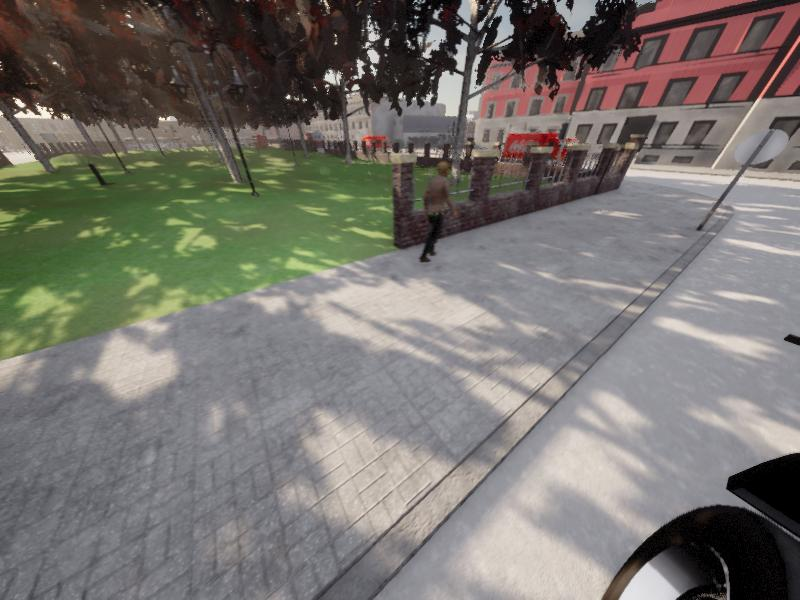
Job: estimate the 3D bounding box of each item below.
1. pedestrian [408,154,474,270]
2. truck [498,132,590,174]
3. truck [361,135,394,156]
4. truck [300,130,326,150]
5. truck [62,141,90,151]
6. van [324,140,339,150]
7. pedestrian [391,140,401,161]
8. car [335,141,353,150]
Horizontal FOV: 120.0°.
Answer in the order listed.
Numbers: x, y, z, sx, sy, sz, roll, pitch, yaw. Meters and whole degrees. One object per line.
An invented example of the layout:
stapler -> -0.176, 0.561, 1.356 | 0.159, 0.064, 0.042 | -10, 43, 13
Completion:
pedestrian -> 0.686, -1.642, 4.395 | 0.751, 1.860, 0.751 | -22, 41, -28
truck -> 11.220, -11.909, 18.555 | 2.627, 2.467, 5.204 | -22, 41, -28
truck -> -3.555, -24.162, 36.066 | 2.627, 2.467, 5.204 | -22, 40, -28
truck -> -21.365, -39.285, 56.858 | 2.891, 3.827, 8.468 | -22, 41, -28
truck -> -82.447, -39.288, 58.875 | 2.390, 2.098, 6.274 | -24, 42, -30
van -> -17.423, -39.333, 58.476 | 1.775, 1.987, 4.442 | -22, 41, -28
pedestrian -> -0.447, -16.573, 25.579 | 0.751, 1.860, 0.751 | -22, 41, -27
car -> -12.841, -35.521, 53.081 | 2.033, 1.649, 4.856 | -22, 41, -28
